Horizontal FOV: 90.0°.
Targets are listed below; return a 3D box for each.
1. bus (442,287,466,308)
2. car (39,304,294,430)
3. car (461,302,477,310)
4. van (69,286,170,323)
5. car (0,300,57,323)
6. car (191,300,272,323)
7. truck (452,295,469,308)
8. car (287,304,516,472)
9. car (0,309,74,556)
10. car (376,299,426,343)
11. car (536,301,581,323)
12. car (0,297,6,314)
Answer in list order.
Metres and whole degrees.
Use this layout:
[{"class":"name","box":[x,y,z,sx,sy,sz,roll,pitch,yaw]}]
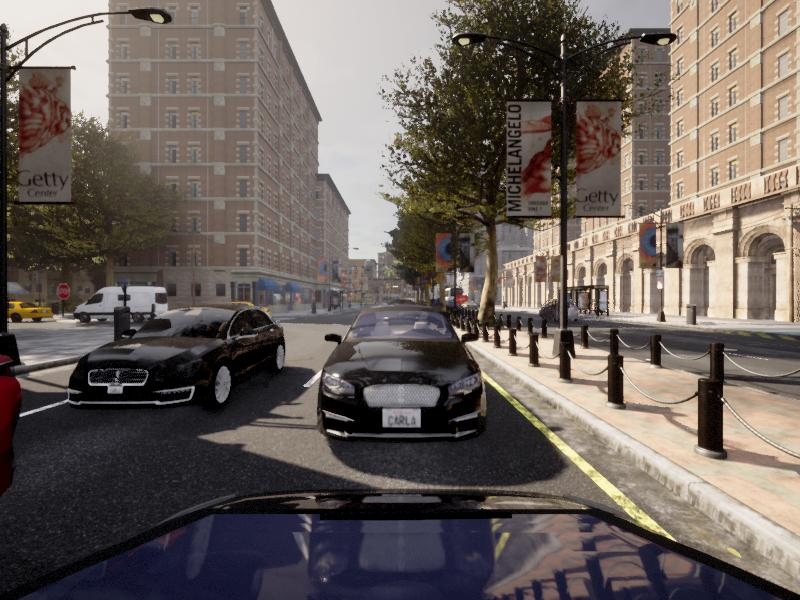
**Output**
[{"class":"bus","box":[11.676,-0.538,88.180,3.944,4.253,10.273,0,0,0]},{"class":"car","box":[-3.503,0.845,7.333,1.837,1.490,4.892,0,0,0]},{"class":"car","box":[11.729,0.944,67.997,1.895,1.301,4.718,0,0,0]},{"class":"van","box":[-20.213,0.322,29.025,5.915,2.561,1.988,0,0,-2]},{"class":"car","box":[-28.277,0.801,28.894,5.366,1.575,1.801,0,0,-1]},{"class":"car","box":[-12.339,0.803,29.645,5.366,1.575,1.801,0,0,-19]},{"class":"truck","box":[11.763,0.355,78.047,2.627,2.467,5.204,0,0,0]},{"class":"car","box":[0.023,0.836,6.166,2.128,1.511,4.902,0,0,0]},{"class":"car","box":[-3.495,0.828,0.791,2.007,1.525,4.514,0,0,0]},{"class":"car","box":[0.056,0.788,16.839,1.851,1.617,3.988,0,0,0]},{"class":"car","box":[11.601,0.828,29.494,1.845,1.501,3.633,0,0,0]},{"class":"car","box":[-44.858,0.646,42.665,1.905,1.878,3.866,0,0,0]}]
